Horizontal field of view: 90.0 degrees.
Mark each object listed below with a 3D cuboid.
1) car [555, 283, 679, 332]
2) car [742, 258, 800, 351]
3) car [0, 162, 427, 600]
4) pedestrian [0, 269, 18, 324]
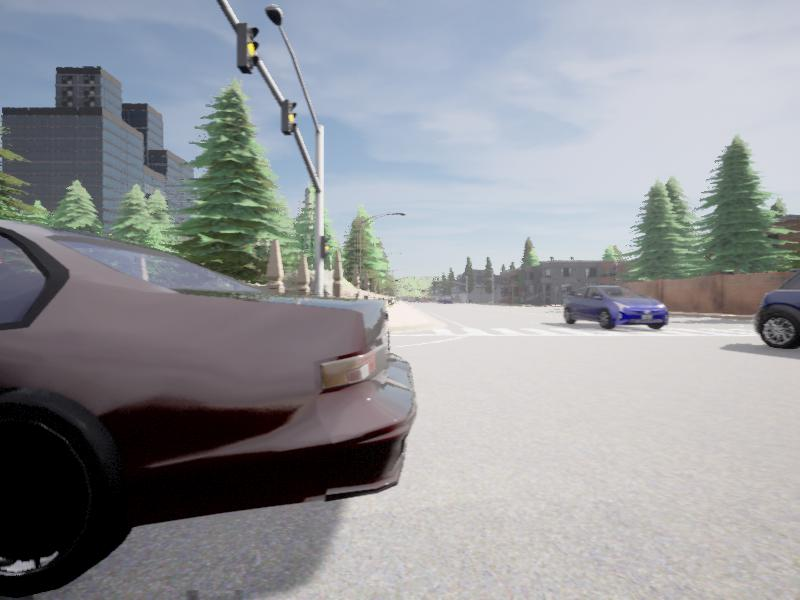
[{"bbox_3d":[7.666,0.229,14.786,2.007,1.525,4.514,0,0,-2],"label":"car"},{"bbox_3d":[8.877,0.094,6.615,2.097,1.767,4.553,0,0,-12],"label":"car"},{"bbox_3d":[-2.600,0.295,2.201,5.357,1.411,2.033,0,0,0],"label":"car"},{"bbox_3d":[-14.057,-0.115,13.951,0.751,1.860,0.751,0,0,2],"label":"pedestrian"}]
